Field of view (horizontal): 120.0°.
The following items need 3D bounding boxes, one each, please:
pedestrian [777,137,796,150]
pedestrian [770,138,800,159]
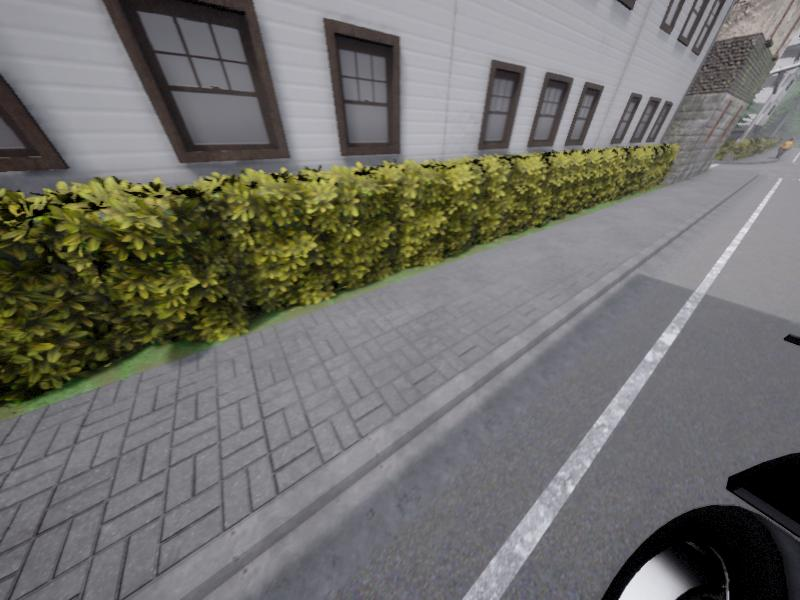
[{"bbox_3d":[67.572,-27.447,40.386,0.751,1.860,0.751,-19,39,-25],"label":"pedestrian"},{"bbox_3d":[39.857,-15.682,23.918,0.751,1.860,0.751,29,45,35],"label":"pedestrian"}]
